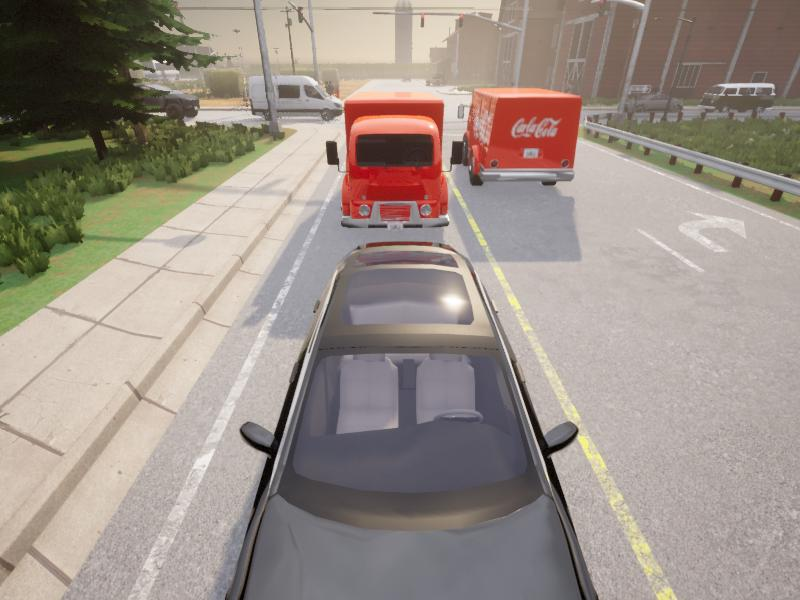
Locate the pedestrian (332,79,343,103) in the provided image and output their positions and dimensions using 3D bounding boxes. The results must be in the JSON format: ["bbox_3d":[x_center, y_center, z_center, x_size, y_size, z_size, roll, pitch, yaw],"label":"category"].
[{"bbox_3d":[-5.612,-18.822,36.065,0.751,1.860,0.751,-9,31,-15],"label":"pedestrian"}]

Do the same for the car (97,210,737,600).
[{"bbox_3d":[0.056,0.760,3.240,2.128,1.511,4.902,0,30,0],"label":"car"}]

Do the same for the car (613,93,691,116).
[{"bbox_3d":[18.371,-14.353,29.313,4.181,1.385,1.994,0,30,0],"label":"car"}]

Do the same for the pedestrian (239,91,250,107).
[{"bbox_3d":[-12.942,-16.706,33.244,0.500,1.100,0.500,1,30,1],"label":"pedestrian"}]

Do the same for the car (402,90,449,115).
[{"bbox_3d":[2.027,-15.350,30.974,1.994,1.385,4.181,15,34,24],"label":"car"}]

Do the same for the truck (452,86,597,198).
[{"bbox_3d":[3.296,-5.079,12.270,2.627,2.467,5.204,0,30,-1],"label":"truck"}]

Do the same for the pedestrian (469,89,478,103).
[{"bbox_3d":[6.621,-18.386,36.078,0.500,1.100,0.500,-19,35,-29],"label":"pedestrian"}]

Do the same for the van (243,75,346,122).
[{"bbox_3d":[-6.650,-13.099,25.988,5.915,2.561,1.988,0,30,0],"label":"van"}]

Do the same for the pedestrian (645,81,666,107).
[{"bbox_3d":[20.797,-16.757,32.595,0.751,1.860,0.751,0,30,1],"label":"pedestrian"}]

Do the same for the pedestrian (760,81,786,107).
[{"bbox_3d":[30.612,-16.892,32.832,0.751,1.860,0.751,7,31,12],"label":"pedestrian"}]

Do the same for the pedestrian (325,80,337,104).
[{"bbox_3d":[-6.066,-18.405,35.357,0.751,1.860,0.751,-10,32,-17],"label":"pedestrian"}]

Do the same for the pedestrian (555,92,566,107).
[{"bbox_3d":[13.266,-16.601,33.077,0.500,1.100,0.500,3,30,6],"label":"pedestrian"}]

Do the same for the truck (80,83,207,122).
[{"bbox_3d":[-16.493,-12.913,26.104,6.274,2.098,2.390,0,30,0],"label":"truck"}]

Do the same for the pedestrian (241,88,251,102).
[{"bbox_3d":[-14.256,-18.981,37.087,0.500,1.100,0.500,16,34,25],"label":"pedestrian"}]

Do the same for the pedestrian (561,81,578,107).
[{"bbox_3d":[13.773,-16.733,32.550,0.751,1.860,0.751,2,30,3],"label":"pedestrian"}]

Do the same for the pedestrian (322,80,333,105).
[{"bbox_3d":[-6.153,-17.603,33.994,0.751,1.860,0.751,-3,30,-5],"label":"pedestrian"}]

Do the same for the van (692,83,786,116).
[{"bbox_3d":[24.553,-14.641,29.143,4.480,2.038,2.069,0,30,0],"label":"van"}]

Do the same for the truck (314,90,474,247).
[{"bbox_3d":[-0.139,-3.422,9.428,2.627,2.467,5.204,-1,30,-1],"label":"truck"}]

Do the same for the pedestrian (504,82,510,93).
[{"bbox_3d":[12.861,-25.473,47.986,0.500,1.100,0.500,7,31,12],"label":"pedestrian"}]

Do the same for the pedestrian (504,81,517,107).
[{"bbox_3d":[9.048,-16.833,32.705,0.751,1.860,0.751,8,31,13],"label":"pedestrian"}]

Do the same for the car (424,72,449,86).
[{"bbox_3d":[6.286,-37.975,68.886,1.905,1.878,3.866,-31,40,-33],"label":"car"}]
